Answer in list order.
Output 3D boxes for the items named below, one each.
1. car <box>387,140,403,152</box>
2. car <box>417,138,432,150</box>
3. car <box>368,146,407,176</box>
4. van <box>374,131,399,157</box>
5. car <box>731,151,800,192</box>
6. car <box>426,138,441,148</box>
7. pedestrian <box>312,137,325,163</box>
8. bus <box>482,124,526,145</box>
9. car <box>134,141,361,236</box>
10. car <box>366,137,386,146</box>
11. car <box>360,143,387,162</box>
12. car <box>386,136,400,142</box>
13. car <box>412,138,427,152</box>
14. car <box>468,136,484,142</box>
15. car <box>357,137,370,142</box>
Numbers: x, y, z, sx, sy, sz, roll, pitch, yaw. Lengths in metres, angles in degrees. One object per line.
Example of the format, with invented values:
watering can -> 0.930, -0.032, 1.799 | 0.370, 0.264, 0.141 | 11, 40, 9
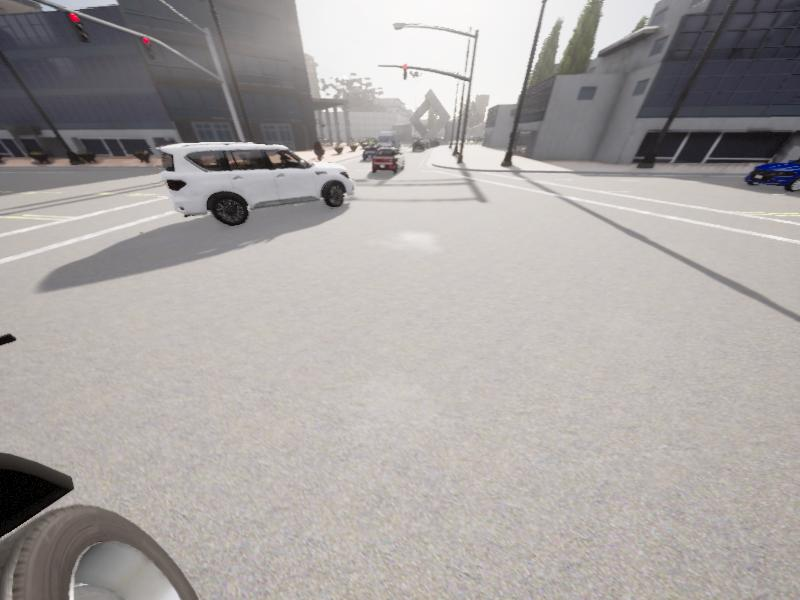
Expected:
car -> -0.733, -23.847, 35.725 | 1.845, 1.501, 3.633 | 4, 36, 6
car -> 4.605, -29.008, 42.815 | 1.930, 1.638, 5.238 | 8, 36, 11
car -> -0.743, -10.265, 16.884 | 1.816, 1.474, 4.193 | 7, 36, 9
van -> -1.607, -20.385, 30.041 | 1.988, 2.561, 5.915 | 5, 36, 7
car -> 20.113, -6.088, 10.911 | 5.008, 1.535, 1.882 | 4, 36, 6
car -> 7.064, -32.857, 48.316 | 1.816, 1.474, 4.193 | 15, 38, 20
pedestrian -> -7.073, -13.033, 20.087 | 0.751, 1.860, 0.751 | -8, 37, -11
bus -> 27.831, -44.372, 61.973 | 10.273, 4.253, 3.944 | -14, 37, -19
car -> -4.375, -4.084, 7.803 | 5.566, 2.045, 2.150 | -25, 42, -30
car -> -6.100, -39.992, 58.194 | 4.611, 1.667, 2.242 | 25, 43, 31
car -> -2.666, -15.632, 24.337 | 1.816, 1.474, 4.193 | 5, 36, 7
car -> -2.578, -59.831, 85.596 | 4.553, 1.767, 2.097 | -25, 42, -30
car -> 3.170, -24.995, 37.228 | 1.930, 1.638, 5.238 | 5, 36, 7
car -> 27.459, -58.554, 83.990 | 2.038, 1.542, 4.974 | -30, 45, -35
car -> -13.381, -58.775, 84.411 | 4.514, 1.525, 2.007 | -9, 37, -13
